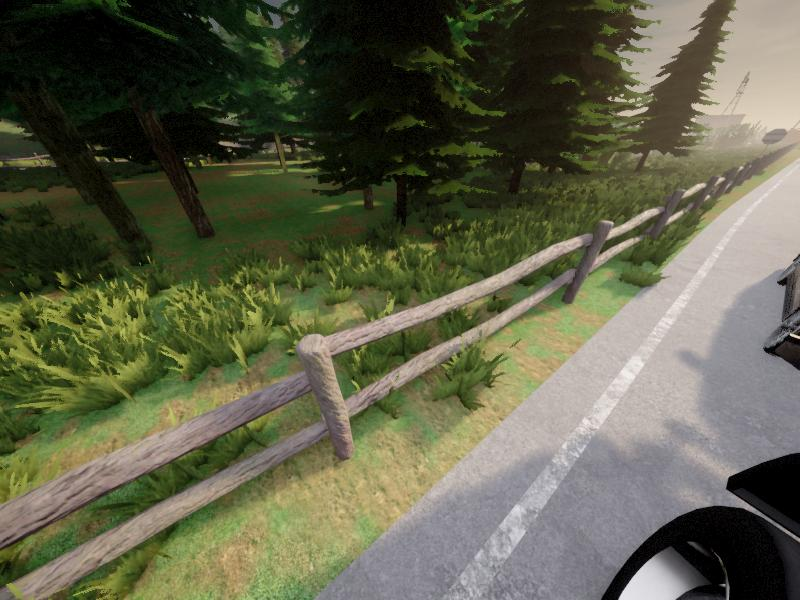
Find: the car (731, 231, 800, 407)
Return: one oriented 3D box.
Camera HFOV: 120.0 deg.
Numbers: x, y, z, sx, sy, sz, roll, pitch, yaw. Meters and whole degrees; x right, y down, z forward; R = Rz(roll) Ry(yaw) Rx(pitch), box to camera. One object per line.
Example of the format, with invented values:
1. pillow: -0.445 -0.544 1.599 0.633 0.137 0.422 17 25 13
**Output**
1. car: 6.424 -0.055 2.652 4.902 1.511 2.128 -22 40 -28
